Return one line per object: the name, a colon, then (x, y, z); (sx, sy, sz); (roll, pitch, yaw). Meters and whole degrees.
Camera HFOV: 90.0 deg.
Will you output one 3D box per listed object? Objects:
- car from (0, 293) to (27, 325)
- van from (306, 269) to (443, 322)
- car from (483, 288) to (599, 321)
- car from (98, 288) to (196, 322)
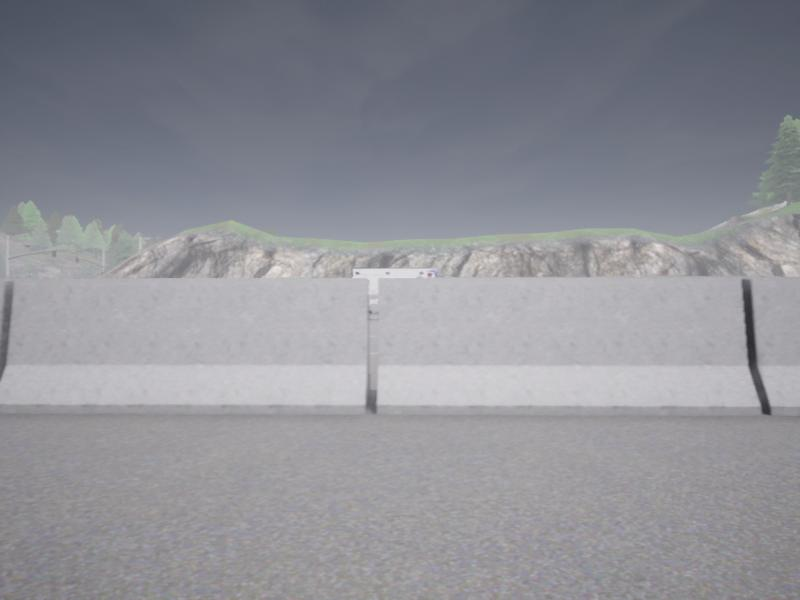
car: (-18.419, 0.363, 16.281); (4.718, 1.301, 1.895); (0, 0, 0)
van: (-1.169, -0.220, 19.710); (6.366, 2.431, 2.351); (0, 0, 0)
car: (6.797, 0.218, 19.678); (5.008, 1.535, 1.882); (0, 0, 0)
car: (-12.363, 0.231, 19.755); (3.705, 1.549, 1.789); (0, 0, 0)
